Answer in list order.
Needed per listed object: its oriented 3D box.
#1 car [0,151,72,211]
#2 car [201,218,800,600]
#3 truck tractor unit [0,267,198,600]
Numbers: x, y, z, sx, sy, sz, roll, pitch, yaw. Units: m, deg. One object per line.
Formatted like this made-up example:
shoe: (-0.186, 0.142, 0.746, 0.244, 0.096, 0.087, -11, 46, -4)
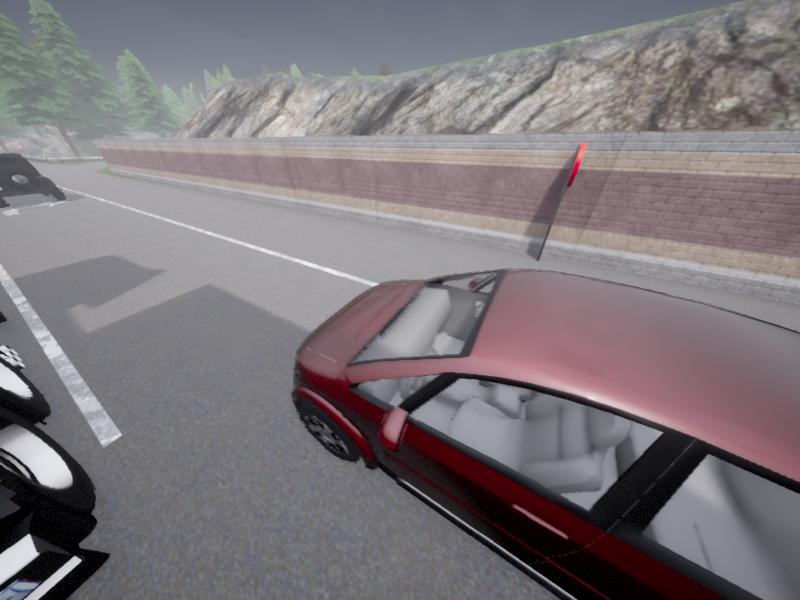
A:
car: (-17.282, -5.391, 10.227, 3.866, 1.878, 1.905, 18, 39, 24)
car: (0.889, 0.675, 1.663, 3.705, 1.549, 1.789, 18, 39, 24)
truck tractor unit: (-5.115, -0.298, 0.766, 6.516, 4.208, 3.053, 18, 39, 24)
